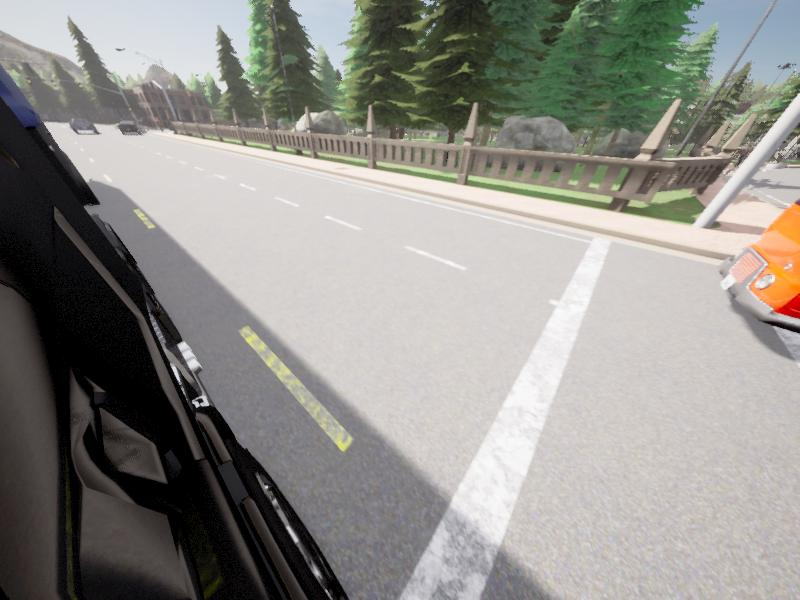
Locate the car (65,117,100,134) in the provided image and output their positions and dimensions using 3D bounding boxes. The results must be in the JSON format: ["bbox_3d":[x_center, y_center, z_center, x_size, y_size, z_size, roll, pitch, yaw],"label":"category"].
[{"bbox_3d":[-42.882,-23.532,31.198,5.027,1.651,2.152,29,44,31],"label":"car"}]

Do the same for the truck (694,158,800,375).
[{"bbox_3d":[7.108,0.124,1.796,5.204,2.467,2.627,28,44,30],"label":"truck"}]

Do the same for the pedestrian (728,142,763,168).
[{"bbox_3d":[30.127,-12.627,20.189,0.751,1.860,0.751,-18,42,-25],"label":"pedestrian"}]

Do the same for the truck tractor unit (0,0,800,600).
[{"bbox_3d":[-2.645,-0.295,0.351,6.516,4.208,3.053,28,44,30],"label":"truck tractor unit"}]

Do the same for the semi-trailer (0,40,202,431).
[{"bbox_3d":[-8.739,-3.565,4.203,14.254,4.402,2.717,28,44,30],"label":"semi-trailer"}]

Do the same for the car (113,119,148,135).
[{"bbox_3d":[-38.556,-24.894,33.236,1.930,1.638,5.238,-19,42,-25],"label":"car"}]
